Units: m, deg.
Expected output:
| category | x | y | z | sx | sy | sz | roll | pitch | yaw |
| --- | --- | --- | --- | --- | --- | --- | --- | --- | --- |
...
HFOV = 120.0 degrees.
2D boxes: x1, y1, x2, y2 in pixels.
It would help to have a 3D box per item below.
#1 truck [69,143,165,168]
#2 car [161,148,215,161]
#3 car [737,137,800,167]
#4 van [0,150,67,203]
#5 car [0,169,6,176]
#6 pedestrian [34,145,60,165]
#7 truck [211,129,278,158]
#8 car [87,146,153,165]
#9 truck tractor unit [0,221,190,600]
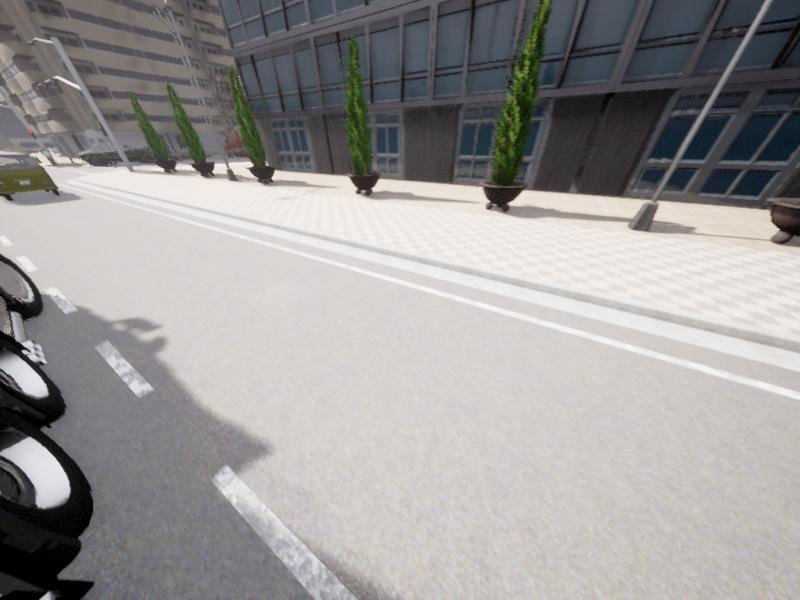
| category | x | y | z | sx | sy | sz | roll | pitch | yaw |
| --- | --- | --- | --- | --- | --- | --- | --- | --- | --- |
| truck | -31.845 | -16.584 | 26.365 | 2.390 | 2.098 | 6.274 | 18 | 39 | 24 |
| car | -30.861 | -21.327 | 33.804 | 2.033 | 1.411 | 5.357 | 18 | 39 | 25 |
| car | 35.084 | -13.935 | 21.590 | 6.274 | 2.098 | 2.390 | -18 | 39 | -24 |
| van | -19.659 | -6.373 | 11.706 | 4.442 | 1.987 | 1.775 | 18 | 39 | 24 |
| car | -34.471 | -9.807 | 17.082 | 1.930 | 1.638 | 5.238 | -4 | 35 | -4 |
| pedestrian | -39.813 | -16.330 | 26.069 | 0.751 | 1.860 | 0.751 | 19 | 39 | 25 |
| truck | -26.206 | -26.904 | 39.645 | 2.891 | 3.827 | 8.468 | 18 | 39 | 25 |
| car | -34.533 | -17.982 | 28.680 | 2.097 | 1.767 | 4.553 | 20 | 39 | 26 |
| truck tractor unit | -5.050 | -0.352 | 0.885 | 6.516 | 4.208 | 3.053 | 21 | 41 | 28 |
